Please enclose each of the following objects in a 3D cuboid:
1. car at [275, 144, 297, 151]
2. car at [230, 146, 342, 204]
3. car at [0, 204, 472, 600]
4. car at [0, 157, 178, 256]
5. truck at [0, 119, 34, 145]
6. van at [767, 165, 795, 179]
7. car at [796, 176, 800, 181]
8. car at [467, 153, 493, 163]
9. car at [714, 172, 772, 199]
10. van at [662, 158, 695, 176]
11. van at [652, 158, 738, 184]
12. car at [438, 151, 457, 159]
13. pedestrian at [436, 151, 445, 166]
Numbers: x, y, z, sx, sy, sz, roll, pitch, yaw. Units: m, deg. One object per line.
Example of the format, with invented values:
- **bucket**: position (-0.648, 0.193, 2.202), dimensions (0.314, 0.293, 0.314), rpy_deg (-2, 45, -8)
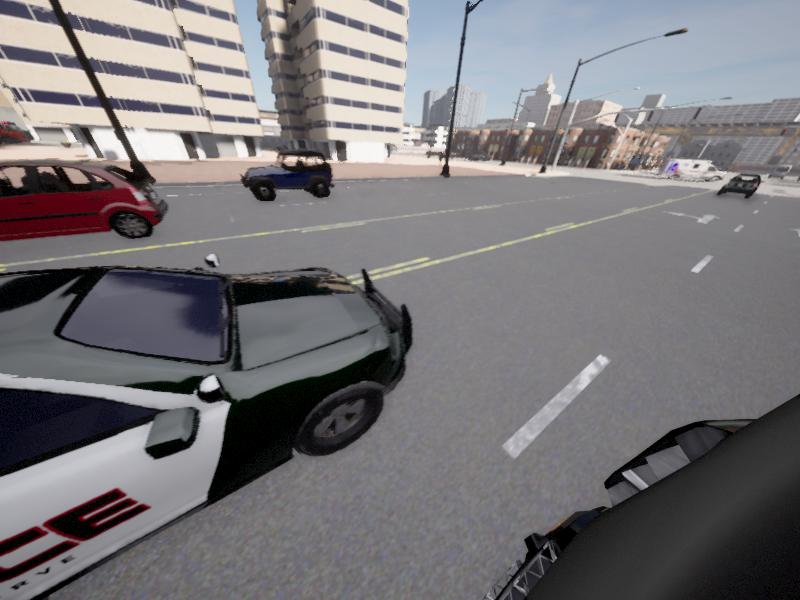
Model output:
- **car**: position (-33.322, -44.396, 67.393), dimensions (5.238, 1.638, 1.930), rpy_deg (-21, 40, -29)
- **car**: position (-4.909, -5.634, 10.338), dimensions (3.866, 1.878, 1.905), rpy_deg (-18, 39, -29)
- **car**: position (-2.168, 0.580, 1.536), dimensions (4.974, 1.542, 2.038), rpy_deg (-18, 39, -29)
- **car**: position (-8.009, -2.177, 5.146), dimensions (3.988, 1.617, 1.851), rpy_deg (-18, 39, -29)
- **truck**: position (-74.978, -30.488, 41.512), dimensions (8.468, 3.827, 2.891), rpy_deg (-19, 39, -30)
- **van**: position (82.519, -27.815, 50.112), dimensions (5.915, 2.561, 1.988), rpy_deg (-20, 40, -30)
- **car**: position (80.126, -24.123, 45.354), dimensions (4.674, 1.442, 1.812), rpy_deg (-17, 38, -27)
- **car**: position (18.151, -32.327, 52.573), dimensions (1.930, 1.638, 5.238), rpy_deg (-18, 39, -29)
- **car**: position (28.101, -9.428, 18.940), dimensions (3.988, 1.617, 1.851), rpy_deg (-18, 39, -29)
- **van**: position (51.026, -24.313, 42.328), dimensions (5.915, 2.561, 1.988), rpy_deg (-18, 39, -29)
- **van**: position (38.933, -17.306, 30.917), dimensions (6.366, 2.431, 2.351), rpy_deg (21, 38, 25)
- **car**: position (13.063, -40.193, 64.121), dimensions (2.128, 1.511, 4.902), rpy_deg (-18, 39, -29)
- **pedestrian**: position (5.895, -20.457, 33.455), dimensions (0.751, 1.860, 0.751), rpy_deg (-8, 35, -16)
